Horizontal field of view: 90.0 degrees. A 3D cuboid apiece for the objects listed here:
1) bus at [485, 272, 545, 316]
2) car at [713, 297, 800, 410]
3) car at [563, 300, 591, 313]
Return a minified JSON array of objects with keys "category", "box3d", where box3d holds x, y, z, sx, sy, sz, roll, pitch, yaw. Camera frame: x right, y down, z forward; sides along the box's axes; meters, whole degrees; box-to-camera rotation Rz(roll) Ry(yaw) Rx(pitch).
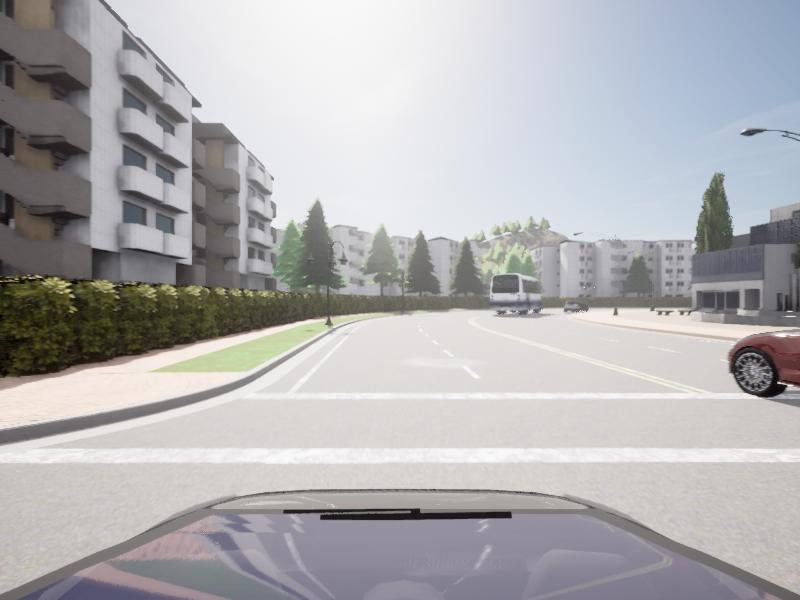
[{"category":"bus","box3d":[13.058,-0.561,44.520,3.944,4.253,10.273,-1,0,31]},{"category":"car","box3d":[6.904,0.776,4.878,2.152,1.651,5.027,0,0,-1]},{"category":"car","box3d":[21.925,0.757,49.527,3.988,1.617,1.851,0,0,-45]}]
